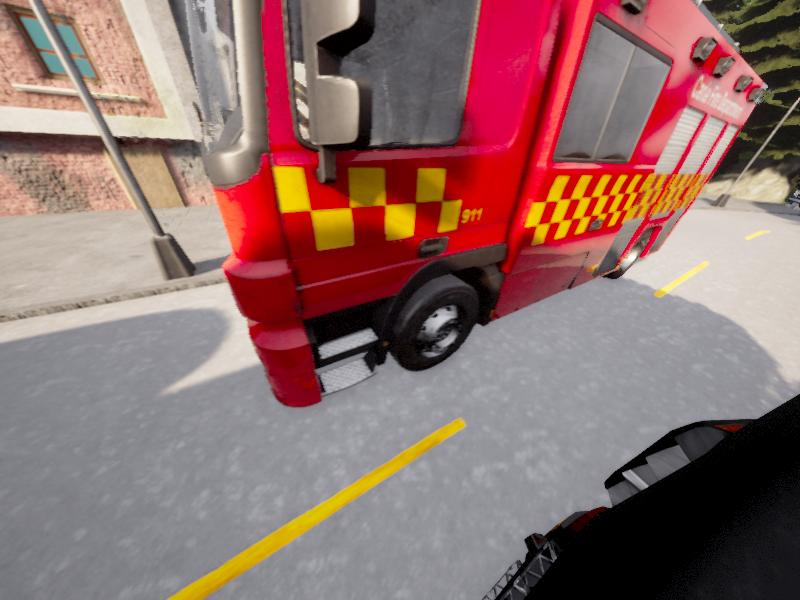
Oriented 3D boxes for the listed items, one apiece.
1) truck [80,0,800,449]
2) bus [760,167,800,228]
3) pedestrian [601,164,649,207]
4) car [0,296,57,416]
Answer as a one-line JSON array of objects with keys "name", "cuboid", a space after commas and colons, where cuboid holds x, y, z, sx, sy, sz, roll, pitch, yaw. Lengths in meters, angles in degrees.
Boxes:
[{"name": "truck", "cuboid": [2.028, -2.092, 3.834, 8.468, 3.827, 2.891, -16, 38, -27]}, {"name": "bus", "cuboid": [23.178, -3.996, 7.975, 10.273, 4.253, 3.944, 27, 41, 33]}, {"name": "pedestrian", "cuboid": [11.334, -5.783, 11.696, 0.751, 1.860, 0.751, -6, 35, -14]}, {"name": "car", "cuboid": [-5.610, 1.093, 0.542, 4.792, 1.488, 2.163, -16, 38, -26]}]
